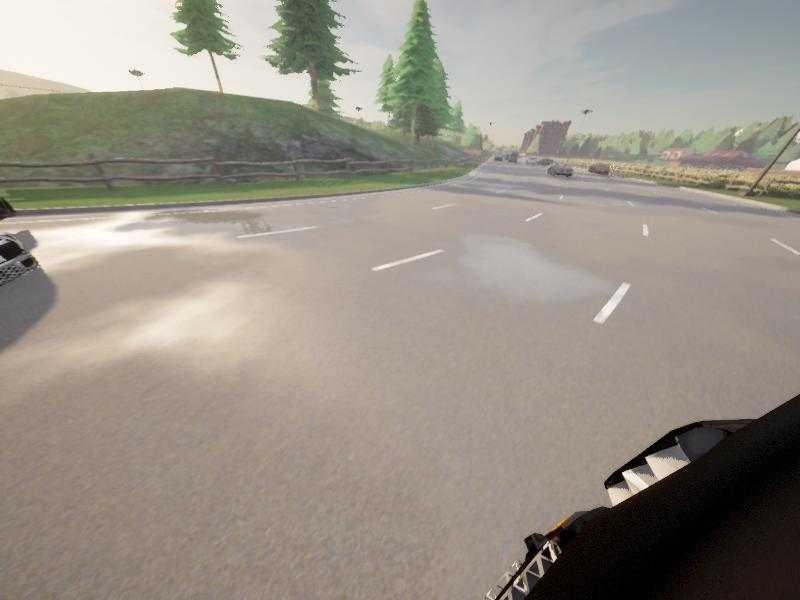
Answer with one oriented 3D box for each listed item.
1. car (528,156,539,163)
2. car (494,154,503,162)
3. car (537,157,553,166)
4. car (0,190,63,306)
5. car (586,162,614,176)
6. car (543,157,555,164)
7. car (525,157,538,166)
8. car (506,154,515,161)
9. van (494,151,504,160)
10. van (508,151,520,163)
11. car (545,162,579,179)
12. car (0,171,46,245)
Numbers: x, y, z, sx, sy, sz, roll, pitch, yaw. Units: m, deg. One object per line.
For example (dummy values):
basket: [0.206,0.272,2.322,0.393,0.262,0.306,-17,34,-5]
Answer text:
car: [42.095,-44.224,72.685,2.128,1.511,4.902,13,35,15]
car: [28.007,-40.262,65.462,1.930,1.638,5.238,13,35,15]
car: [35.019,-33.636,56.060,2.242,1.667,4.611,13,35,15]
car: [-7.765,-0.365,2.598,3.806,1.475,1.970,-13,37,-23]
car: [29.265,-19.301,33.956,1.845,1.501,3.633,13,35,15]
car: [43.578,-40.755,67.495,1.837,1.490,4.892,13,35,15]
car: [29.994,-31.803,52.903,1.845,1.501,3.633,13,35,15]
car: [35.696,-46.195,74.800,1.905,1.878,3.866,13,35,15]
van: [33.135,-48.290,77.264,2.351,2.431,6.366,13,35,15]
van: [29.727,-37.497,60.554,1.988,2.561,5.915,13,35,15]
car: [19.404,-15.771,28.003,2.033,1.411,5.357,13,35,14]
car: [-11.568,-1.705,3.823,5.566,2.045,2.150,-12,37,-21]
